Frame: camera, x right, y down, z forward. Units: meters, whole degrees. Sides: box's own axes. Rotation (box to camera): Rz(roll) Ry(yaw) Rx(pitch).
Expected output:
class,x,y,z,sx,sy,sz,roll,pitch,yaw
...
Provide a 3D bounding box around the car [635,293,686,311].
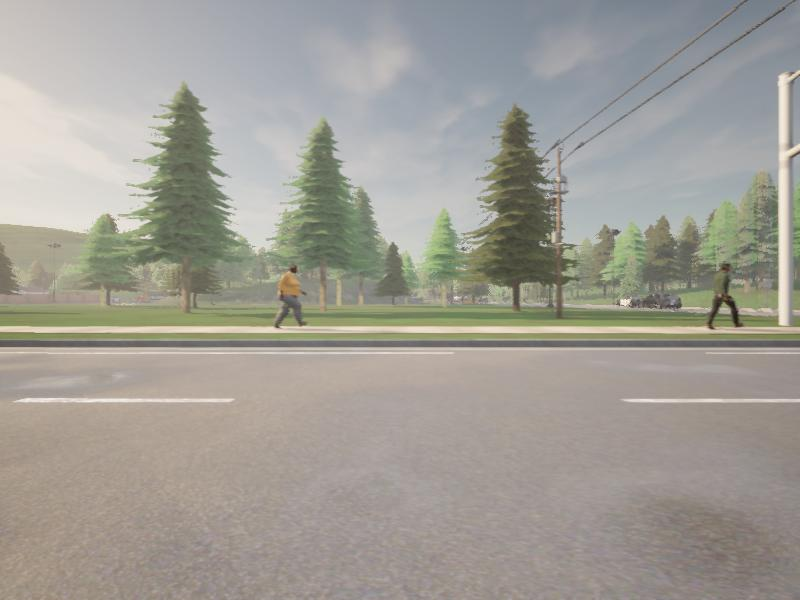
class,x,y,z,sx,sy,sz,roll,pitch,yaw
car,26.085,0.180,40.329,2.033,1.649,4.856,0,0,1

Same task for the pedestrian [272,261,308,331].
class,x,y,z,sx,sy,sz,roll,pitch,yaw
pedestrian,-3.017,-0.114,11.018,0.751,1.860,0.751,0,0,2

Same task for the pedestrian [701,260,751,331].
class,x,y,z,sx,sy,sz,roll,pitch,yaw
pedestrian,8.743,-0.114,10.766,0.751,1.860,0.751,0,0,2

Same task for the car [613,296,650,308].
class,x,y,z,sx,sy,sz,roll,pitch,yaw
car,29.747,0.229,51.581,2.038,1.542,4.974,0,0,1
